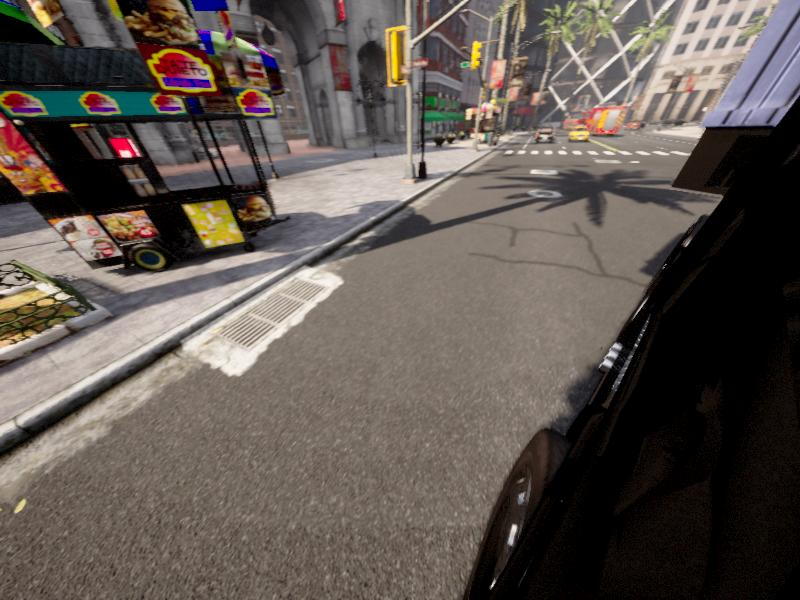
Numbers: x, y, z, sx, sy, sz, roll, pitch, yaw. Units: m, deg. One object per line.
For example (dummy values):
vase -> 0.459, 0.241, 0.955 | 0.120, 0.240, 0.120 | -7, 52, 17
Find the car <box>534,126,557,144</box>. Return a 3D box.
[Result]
car -> 16.889, -19.168, 26.857 | 1.789, 1.549, 3.705 | 15, 40, 21

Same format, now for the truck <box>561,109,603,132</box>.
truck -> 40.923, -40.467, 51.966 | 8.468, 3.827, 2.891 | -22, 41, -24

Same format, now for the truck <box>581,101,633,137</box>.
truck -> 30.414, -26.918, 34.543 | 2.891, 3.827, 8.468 | 12, 39, 19

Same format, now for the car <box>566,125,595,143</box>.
car -> 21.151, -19.698, 27.316 | 1.801, 1.575, 5.366 | 15, 40, 22

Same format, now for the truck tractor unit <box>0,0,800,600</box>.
truck tractor unit -> 2.645, -0.295, 0.351 | 6.516, 4.208, 3.053 | -28, 44, -30

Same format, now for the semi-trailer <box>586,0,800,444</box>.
semi-trailer -> 9.928, -2.177, 2.290 | 14.254, 4.402, 2.717 | -10, 37, -10
